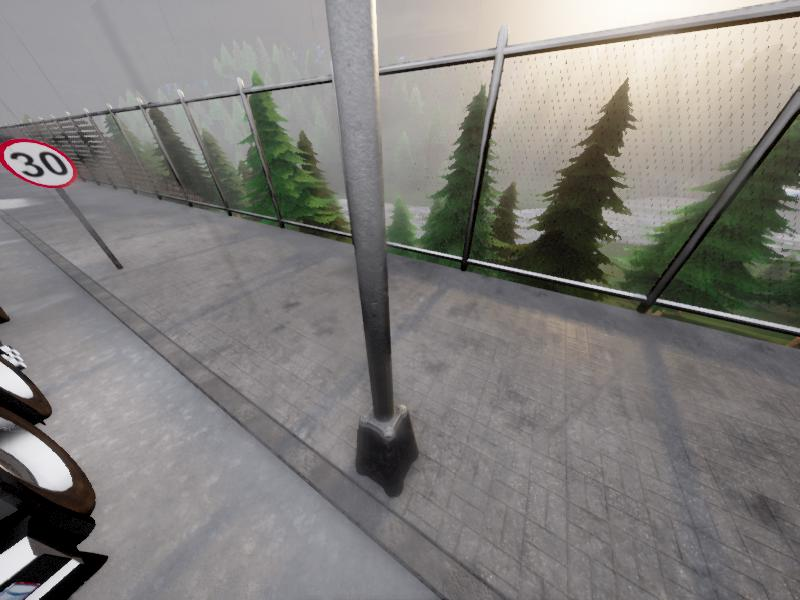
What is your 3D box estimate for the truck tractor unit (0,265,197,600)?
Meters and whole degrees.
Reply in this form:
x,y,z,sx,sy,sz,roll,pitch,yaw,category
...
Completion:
x,y,z,sx,sy,sz,roll,pitch,yaw,category
-5.112,-0.299,0.779,6.516,4.208,3.053,18,39,24,truck tractor unit
